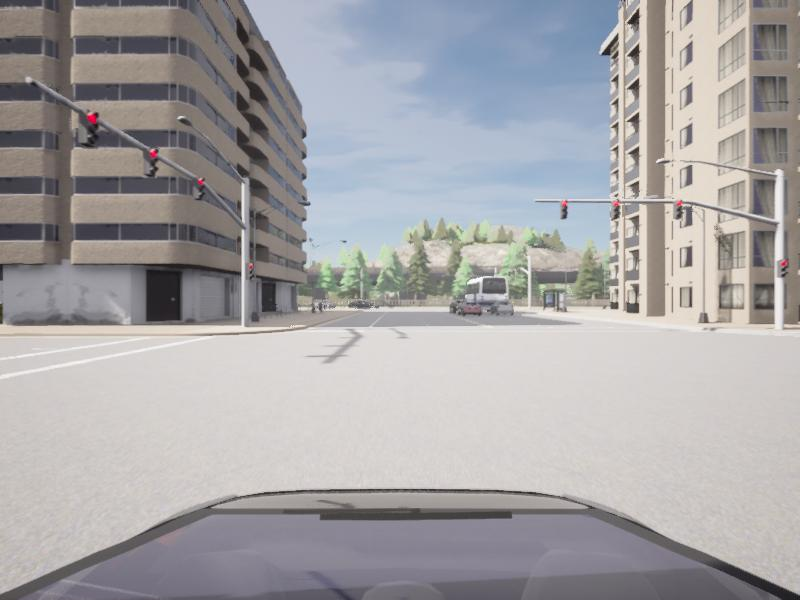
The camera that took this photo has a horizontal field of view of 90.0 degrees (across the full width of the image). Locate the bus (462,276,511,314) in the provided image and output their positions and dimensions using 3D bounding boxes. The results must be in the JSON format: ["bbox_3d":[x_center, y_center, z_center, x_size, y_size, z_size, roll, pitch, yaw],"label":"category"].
[{"bbox_3d":[10.376,-0.538,49.459,3.944,4.253,10.273,0,0,0],"label":"bus"}]

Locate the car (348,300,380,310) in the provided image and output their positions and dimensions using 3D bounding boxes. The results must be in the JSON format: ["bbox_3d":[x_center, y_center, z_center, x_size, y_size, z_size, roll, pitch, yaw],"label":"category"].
[{"bbox_3d":[-5.708,0.786,63.800,4.892,1.490,1.837,0,0,1],"label":"car"}]

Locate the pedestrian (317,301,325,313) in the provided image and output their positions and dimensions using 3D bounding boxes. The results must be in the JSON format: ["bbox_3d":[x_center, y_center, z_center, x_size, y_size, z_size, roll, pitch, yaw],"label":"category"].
[{"bbox_3d":[-8.381,0.763,42.338,0.751,1.300,0.751,0,0,1],"label":"pedestrian"}]

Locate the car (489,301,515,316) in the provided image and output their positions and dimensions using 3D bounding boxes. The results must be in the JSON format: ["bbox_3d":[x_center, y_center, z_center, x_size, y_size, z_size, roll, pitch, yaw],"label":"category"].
[{"bbox_3d":[10.504,0.823,41.429,1.845,1.501,3.633,0,0,0],"label":"car"}]

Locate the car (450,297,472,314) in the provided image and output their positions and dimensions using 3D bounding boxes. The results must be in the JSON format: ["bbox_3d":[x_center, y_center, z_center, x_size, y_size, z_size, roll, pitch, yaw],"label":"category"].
[{"bbox_3d":[6.997,0.649,46.417,1.932,1.855,4.605,0,0,0],"label":"car"}]

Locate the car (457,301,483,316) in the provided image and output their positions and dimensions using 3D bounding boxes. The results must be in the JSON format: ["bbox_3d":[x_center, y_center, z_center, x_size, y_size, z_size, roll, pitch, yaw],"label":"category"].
[{"bbox_3d":[6.994,0.850,40.398,1.970,1.475,3.806,0,0,0],"label":"car"}]
